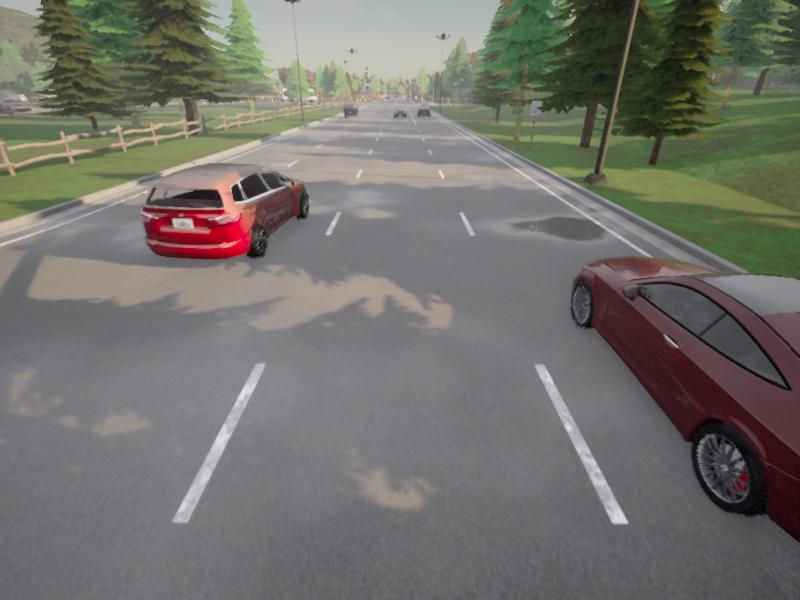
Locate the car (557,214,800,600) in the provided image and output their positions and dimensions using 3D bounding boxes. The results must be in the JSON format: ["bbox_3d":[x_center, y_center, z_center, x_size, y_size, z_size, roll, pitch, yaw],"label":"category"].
[{"bbox_3d":[3.506,0.441,4.212,1.812,1.442,4.674,0,27,0],"label":"car"}]

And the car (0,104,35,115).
[{"bbox_3d":[-61.037,-30.070,62.999,2.033,1.411,5.357,0,27,0],"label":"car"}]

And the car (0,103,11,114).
[{"bbox_3d":[-64.538,-30.331,63.345,1.851,1.617,3.988,0,27,0],"label":"car"}]

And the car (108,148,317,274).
[{"bbox_3d":[-3.765,-2.348,9.323,2.242,1.667,4.611,3,27,5],"label":"car"}]

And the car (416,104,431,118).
[{"bbox_3d":[3.560,-28.665,60.532,1.930,1.638,5.238,0,28,0],"label":"car"}]

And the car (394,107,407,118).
[{"bbox_3d":[0.057,-27.250,58.135,1.895,1.301,4.718,0,27,0],"label":"car"}]

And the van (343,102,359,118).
[{"bbox_3d":[-6.943,-27.160,57.152,1.775,1.987,4.442,0,27,0],"label":"van"}]
